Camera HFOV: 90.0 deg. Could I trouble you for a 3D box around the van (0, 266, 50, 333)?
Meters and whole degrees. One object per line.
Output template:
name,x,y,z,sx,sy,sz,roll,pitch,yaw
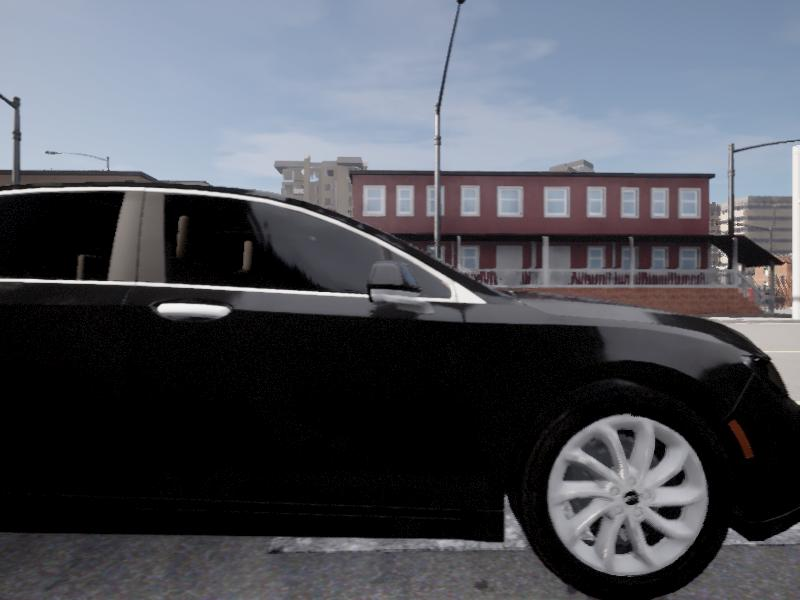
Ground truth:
van,-14.068,-0.029,12.659,4.442,1.987,1.775,0,0,0

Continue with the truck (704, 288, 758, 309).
truck,41.145,-0.174,49.998,2.627,2.467,5.204,0,0,3

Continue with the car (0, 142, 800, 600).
car,-0.740,0.241,2.194,4.892,1.490,1.837,0,0,0

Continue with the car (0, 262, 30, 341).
car,-11.694,0.032,9.171,4.605,1.855,1.932,0,0,0

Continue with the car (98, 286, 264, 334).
car,-6.739,0.295,12.675,4.181,1.385,1.994,0,0,1
